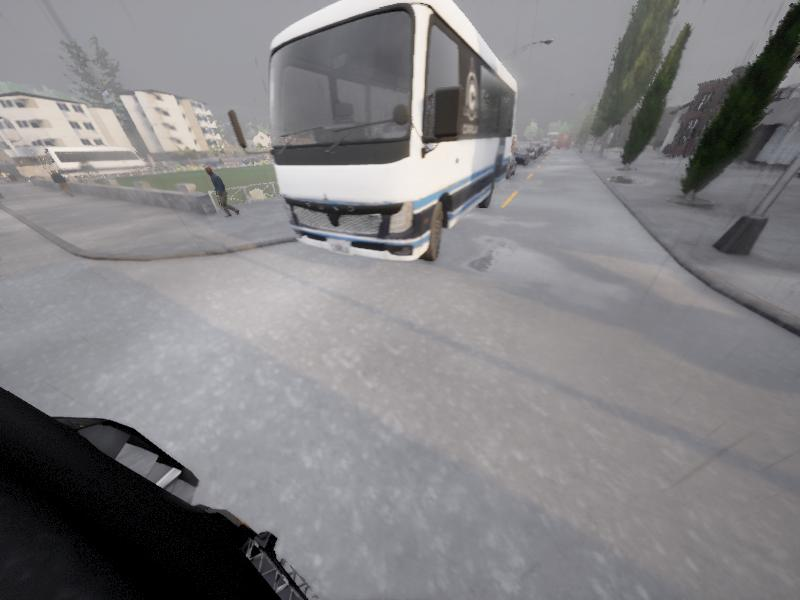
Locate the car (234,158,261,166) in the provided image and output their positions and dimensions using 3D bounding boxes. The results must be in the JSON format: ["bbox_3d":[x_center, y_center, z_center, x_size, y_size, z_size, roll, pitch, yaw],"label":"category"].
[{"bbox_3d":[-39.421,-35.934,59.980,2.033,1.411,5.357,16,38,26],"label":"car"}]

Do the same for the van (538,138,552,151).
[{"bbox_3d":[35.582,-38.258,56.747,1.988,2.561,5.915,16,38,26],"label":"van"}]

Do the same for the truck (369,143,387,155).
[{"bbox_3d":[-9.018,-62.650,95.850,2.891,3.827,8.468,16,38,26],"label":"truck"}]

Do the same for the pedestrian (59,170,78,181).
[{"bbox_3d":[-47.472,-17.820,33.085,0.751,1.300,0.751,-3,33,0],"label":"pedestrian"}]

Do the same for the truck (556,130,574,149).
[{"bbox_3d":[43.785,-42.504,61.410,2.891,3.827,8.468,16,38,26],"label":"truck"}]

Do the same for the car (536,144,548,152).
[{"bbox_3d":[31.401,-33.617,51.082,1.812,1.442,4.674,16,38,26],"label":"car"}]

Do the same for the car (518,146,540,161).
[{"bbox_3d":[17.470,-19.840,31.292,1.970,1.475,3.806,16,38,26],"label":"car"}]

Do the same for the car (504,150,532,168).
[{"bbox_3d":[12.359,-14.701,24.077,1.895,1.301,4.718,16,38,26],"label":"car"}]

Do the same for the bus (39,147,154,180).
[{"bbox_3d":[-49.555,-22.885,38.437,3.944,4.253,10.273,16,37,26],"label":"bus"}]

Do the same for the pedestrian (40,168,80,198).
[{"bbox_3d":[-24.485,-8.437,16.656,0.751,1.860,0.751,16,38,26],"label":"pedestrian"}]

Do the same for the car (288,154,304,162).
[{"bbox_3d":[-31.788,-43.536,70.780,1.851,1.617,3.988,16,38,26],"label":"car"}]

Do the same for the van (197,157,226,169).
[{"bbox_3d":[-43.730,-31.923,53.720,1.775,1.987,4.442,16,38,26],"label":"van"}]

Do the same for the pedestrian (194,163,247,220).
[{"bbox_3d":[-6.788,-4.131,8.809,0.751,1.860,0.751,21,40,31],"label":"pedestrian"}]

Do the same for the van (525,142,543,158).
[{"bbox_3d":[21.049,-23.606,36.249,1.775,1.987,4.442,16,38,26],"label":"van"}]

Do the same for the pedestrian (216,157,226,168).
[{"bbox_3d":[-37.039,-28.378,47.739,0.751,1.860,0.751,13,37,23],"label":"pedestrian"}]

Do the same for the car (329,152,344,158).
[{"bbox_3d":[-22.844,-52.429,83.441,1.930,1.638,5.238,16,38,26],"label":"car"}]

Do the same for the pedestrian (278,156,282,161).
[{"bbox_3d":[-36.837,-43.239,70.688,0.751,1.300,0.751,-17,36,-20],"label":"pedestrian"}]

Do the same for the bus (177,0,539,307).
[{"bbox_3d":[1.176,-4.726,7.159,3.944,4.253,10.273,15,38,25],"label":"bus"}]

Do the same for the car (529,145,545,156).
[{"bbox_3d":[24.349,-26.647,41.058,1.816,1.474,4.193,16,38,26],"label":"car"}]

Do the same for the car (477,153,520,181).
[{"bbox_3d":[7.175,-9.659,16.687,1.970,1.475,3.806,16,38,26],"label":"car"}]

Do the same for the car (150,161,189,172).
[{"bbox_3d":[-47.825,-27.720,47.995,1.930,1.638,5.238,16,38,26],"label":"car"}]

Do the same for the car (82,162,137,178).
[{"bbox_3d":[-52.196,-23.571,41.695,2.150,2.045,5.566,16,38,26],"label":"car"}]
